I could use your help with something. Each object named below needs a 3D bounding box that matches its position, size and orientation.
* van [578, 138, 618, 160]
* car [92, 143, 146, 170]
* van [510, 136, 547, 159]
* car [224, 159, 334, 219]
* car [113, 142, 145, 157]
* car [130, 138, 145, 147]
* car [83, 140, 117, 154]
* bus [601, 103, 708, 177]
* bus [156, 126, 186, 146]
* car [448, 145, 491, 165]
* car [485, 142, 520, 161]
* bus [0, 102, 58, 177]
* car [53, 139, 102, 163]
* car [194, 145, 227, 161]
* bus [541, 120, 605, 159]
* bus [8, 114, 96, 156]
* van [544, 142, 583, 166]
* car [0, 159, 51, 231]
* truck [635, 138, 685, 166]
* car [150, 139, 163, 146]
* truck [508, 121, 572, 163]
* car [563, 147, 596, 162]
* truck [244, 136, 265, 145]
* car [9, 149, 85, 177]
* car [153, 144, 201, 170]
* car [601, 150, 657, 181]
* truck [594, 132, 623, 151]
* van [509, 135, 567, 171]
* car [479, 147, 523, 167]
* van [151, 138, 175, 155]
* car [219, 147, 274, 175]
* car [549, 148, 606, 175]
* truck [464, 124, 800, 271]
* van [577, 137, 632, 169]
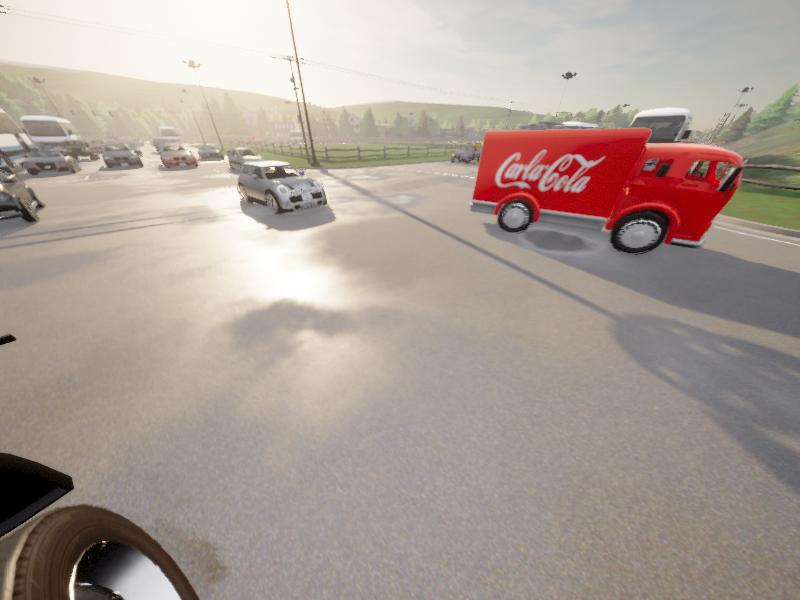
[{"bbox_3d":[28.546,-21.838,33.266,6.366,2.431,2.351,-27,44,-34],"label":"van"},{"bbox_3d":[-23.883,-12.379,19.806,2.242,1.667,4.611,-28,44,-34],"label":"car"},{"bbox_3d":[18.832,-22.287,33.690,5.915,2.561,1.988,-27,44,-34],"label":"van"},{"bbox_3d":[-4.661,-4.436,8.903,3.806,1.475,1.970,26,42,32],"label":"car"},{"bbox_3d":[-35.894,-20.062,30.763,2.163,1.488,4.792,-27,43,-33],"label":"car"},{"bbox_3d":[-67.354,-40.530,59.391,2.033,1.649,4.856,-27,43,-33],"label":"car"},{"bbox_3d":[-45.523,-23.372,35.195,2.242,1.667,4.611,-27,43,-33],"label":"car"},{"bbox_3d":[22.336,-13.805,20.165,10.273,4.253,3.944,-27,44,-34],"label":"bus"},{"bbox_3d":[-62.976,-44.910,63.400,3.944,4.253,10.273,-27,43,-33],"label":"bus"},{"bbox_3d":[7.689,-16.137,25.549,4.611,1.667,2.242,-28,44,-34],"label":"car"},{"bbox_3d":[13.164,-19.069,29.610,4.605,1.855,1.932,-27,44,-34],"label":"car"},{"bbox_3d":[-30.075,-11.508,16.244,3.944,4.253,10.273,-27,44,-33],"label":"bus"},{"bbox_3d":[-33.467,-15.637,24.137,1.905,1.878,3.866,-27,43,-33],"label":"car"},{"bbox_3d":[-21.917,-16.988,26.656,1.994,1.385,4.181,-27,43,-33],"label":"car"},{"bbox_3d":[25.844,-23.806,34.448,10.273,4.253,3.944,-28,44,-34],"label":"bus"},{"bbox_3d":[-47.857,-23.030,32.432,3.944,4.253,10.273,-27,43,-33],"label":"bus"},{"bbox_3d":[17.968,-16.157,25.430,4.442,1.987,1.775,-27,44,-34],"label":"van"},{"bbox_3d":[-12.878,-3.250,7.048,3.705,1.549,1.789,27,43,33],"label":"car"},{"bbox_3d":[29.360,-16.833,26.113,5.204,2.467,2.627,-28,44,-34],"label":"truck"},{"bbox_3d":[-64.385,-41.604,60.999,1.801,1.575,5.366,-27,43,-33],"label":"car"},{"bbox_3d":[17.132,-19.201,28.155,8.468,3.827,2.891,-27,44,-34],"label":"truck"},{"bbox_3d":[22.753,-18.421,29.185,4.674,1.442,1.812,-28,44,-34],"label":"car"},{"bbox_3d":[-49.253,-54.133,78.249,5.204,2.467,2.627,-27,44,-33],"label":"truck"},{"bbox_3d":[-24.648,-9.778,16.357,1.994,1.385,4.181,-28,44,-34],"label":"car"},{"bbox_3d":[-19.450,-12.559,20.120,2.242,1.667,4.611,-28,44,-34],"label":"car"},{"bbox_3d":[16.674,-9.881,16.808,3.988,1.617,1.851,-27,44,-34],"label":"car"},{"bbox_3d":[53.859,-41.022,59.674,8.468,3.827,2.891,-27,44,-34],"label":"truck"},{"bbox_3d":[12.850,-13.723,21.420,5.915,2.561,1.988,-27,44,-34],"label":"van"},{"bbox_3d":[10.463,-14.782,23.807,4.892,1.490,1.837,-28,44,-34],"label":"car"},{"bbox_3d":[-35.806,-23.234,34.841,1.775,1.987,4.442,-27,43,-33],"label":"van"},{"bbox_3d":[-12.078,-11.013,18.134,4.514,1.525,2.007,30,44,35],"label":"car"},{"bbox_3d":[14.917,-11.697,19.358,5.027,1.651,2.152,-27,44,-34],"label":"car"},{"bbox_3d":[4.911,-3.105,6.266,5.204,2.467,2.627,23,41,29],"label":"truck"},{"bbox_3d":[20.986,-15.181,23.694,6.366,2.431,2.351,-27,44,-34],"label":"van"}]
